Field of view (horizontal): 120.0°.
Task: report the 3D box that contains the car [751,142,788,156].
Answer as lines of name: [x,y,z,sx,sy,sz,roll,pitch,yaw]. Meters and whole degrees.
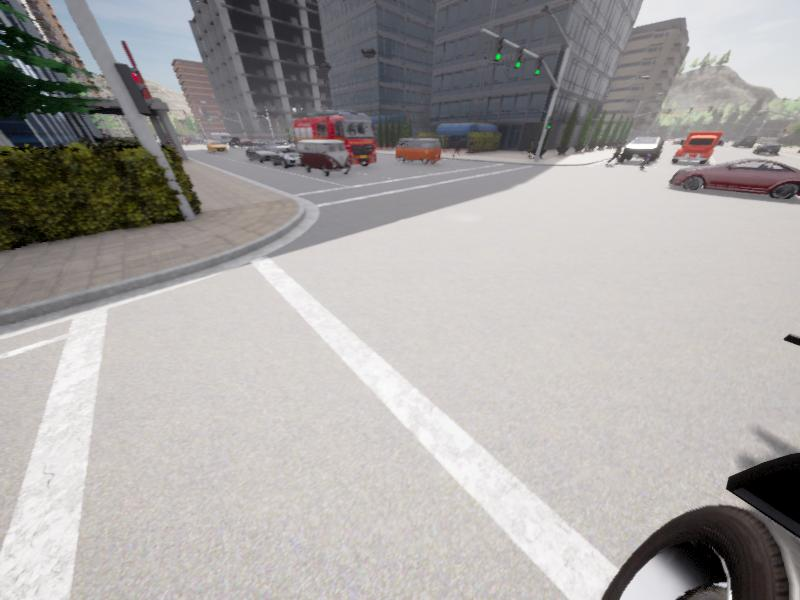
car: [50.653,-20.886,31.793,4.674,1.442,1.812,-29,45,-34]

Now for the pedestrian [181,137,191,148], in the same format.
pedestrian: [-45.193,-33.271,48.763,0.751,1.860,0.751,-27,44,-33]

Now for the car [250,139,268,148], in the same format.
car: [-29.683,-32.911,48.623,1.970,1.475,3.806,-30,45,-35]

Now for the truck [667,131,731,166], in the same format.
truck: [28.089,-14.410,21.869,5.204,2.467,2.627,-29,45,-34]

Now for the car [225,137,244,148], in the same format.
car: [-34.880,-33.267,48.766,1.905,1.878,3.866,-30,44,-35]

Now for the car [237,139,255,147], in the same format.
car: [-35.767,-36.568,53.689,1.882,1.535,5.008,-30,45,-35]

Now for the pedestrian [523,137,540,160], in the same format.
pedestrian: [12.944,-14.940,22.839,0.751,1.860,0.751,-29,45,-34]

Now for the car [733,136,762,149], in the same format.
car: [70.247,-32.021,46.790,5.566,2.045,2.150,-29,45,-34]

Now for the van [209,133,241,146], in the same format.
van: [-45.632,-41.929,60.291,5.915,2.561,1.988,-29,45,-34]

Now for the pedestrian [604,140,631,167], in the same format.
pedestrian: [18.377,-12.391,19.534,0.751,1.860,0.751,-15,38,-19]

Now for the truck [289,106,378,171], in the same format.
truck: [-5.811,-13.750,19.800,2.891,3.827,8.468,-30,45,-35]

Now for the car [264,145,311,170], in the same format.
car: [-9.510,-12.093,19.503,1.970,1.475,3.806,-29,45,-34]

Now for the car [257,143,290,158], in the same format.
car: [-15.931,-18.800,28.978,1.994,1.385,4.181,-30,45,-35]

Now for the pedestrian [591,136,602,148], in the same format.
pedestrian: [37.432,-30.125,43.991,0.751,1.860,0.751,-30,45,-35]

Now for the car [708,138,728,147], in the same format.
car: [74.030,-36.727,53.804,4.974,1.542,2.038,-29,45,-34]

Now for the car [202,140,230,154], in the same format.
car: [-27.580,-22.919,34.598,1.882,1.535,5.008,-30,45,-35]

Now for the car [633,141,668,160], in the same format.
car: [29.245,-17.469,26.909,5.366,1.575,1.801,-29,44,-34]

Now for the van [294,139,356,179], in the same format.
van: [-5.120,-9.675,15.682,1.775,1.987,4.442,-29,45,-35]

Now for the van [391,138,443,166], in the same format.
van: [1.513,-13.835,21.495,4.442,1.987,1.775,23,41,28]

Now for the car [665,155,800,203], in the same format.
car: [15.672,-5.755,10.719,1.994,1.385,4.181,-30,45,-35]

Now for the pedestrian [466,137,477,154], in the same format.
pedestrian: [9.367,-20.303,30.334,0.751,1.860,0.751,26,43,31]

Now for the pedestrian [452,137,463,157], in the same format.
pedestrian: [6.527,-17.283,26.118,0.751,1.860,0.751,19,40,25]

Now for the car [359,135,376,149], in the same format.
car: [-6.308,-30.251,44.116,2.390,2.098,6.274,-8,36,-11]

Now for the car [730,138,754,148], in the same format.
car: [76.224,-35.110,51.590,4.611,1.667,2.242,-29,45,-34]

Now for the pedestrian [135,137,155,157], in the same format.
pedestrian: [-29.357,-17.660,26.665,0.751,1.860,0.751,-22,41,-28]

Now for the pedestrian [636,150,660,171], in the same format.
pedestrian: [18.750,-10.581,17.484,0.751,1.300,0.751,29,45,34]

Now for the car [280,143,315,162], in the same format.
car: [-11.082,-15.973,24.883,1.845,1.501,3.633,-30,45,-35]

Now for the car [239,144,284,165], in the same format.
car: [-14.013,-14.748,23.290,2.033,1.411,5.357,-30,45,-35]

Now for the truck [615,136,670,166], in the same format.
truck: [23.536,-14.557,22.396,6.274,2.098,2.390,-29,44,-34]

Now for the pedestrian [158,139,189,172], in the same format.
pedestrian: [-15.359,-9.828,15.705,0.751,1.860,0.751,-29,45,-34]
